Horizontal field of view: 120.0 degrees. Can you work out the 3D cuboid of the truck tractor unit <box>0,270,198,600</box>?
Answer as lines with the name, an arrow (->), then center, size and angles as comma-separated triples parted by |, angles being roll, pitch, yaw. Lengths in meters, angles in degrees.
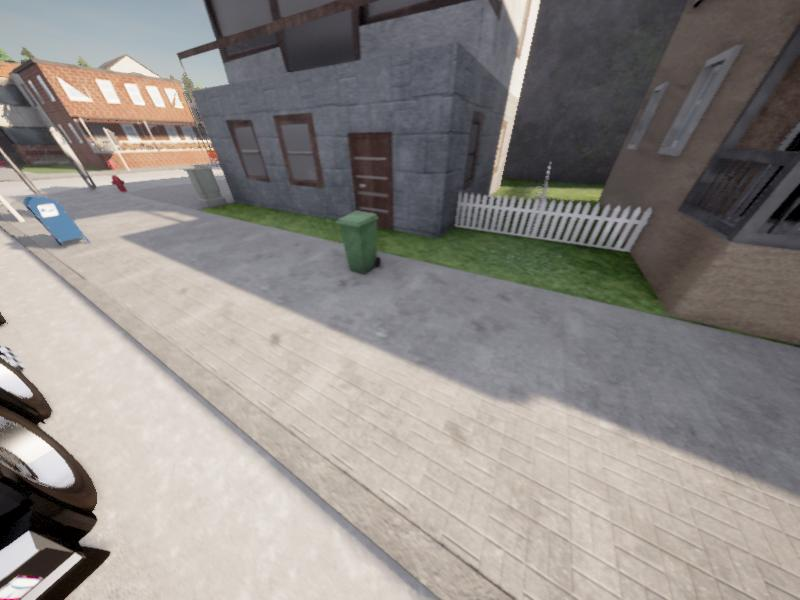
truck tractor unit -> -5.132, -0.276, 0.770 | 6.516, 4.208, 3.053 | 18, 39, 24
